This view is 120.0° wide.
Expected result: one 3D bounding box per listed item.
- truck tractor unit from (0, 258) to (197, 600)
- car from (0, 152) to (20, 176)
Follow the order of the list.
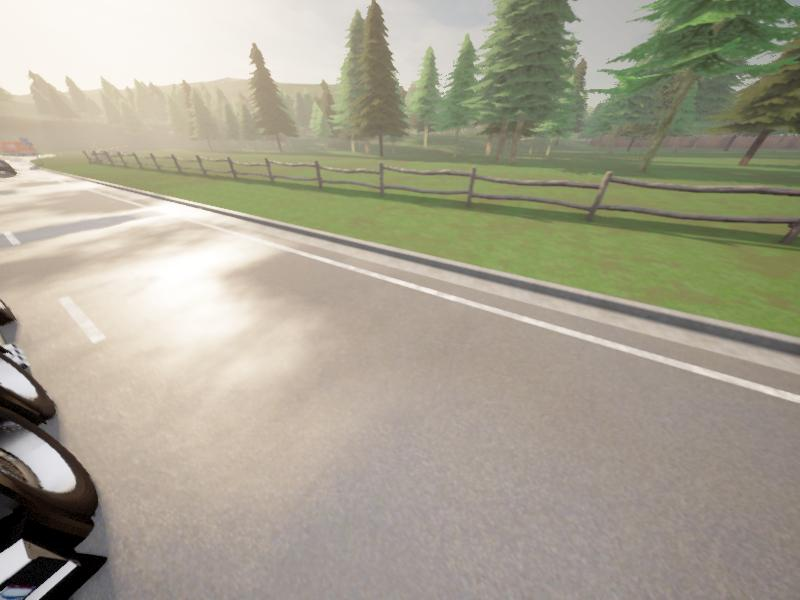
[{"bbox_3d":[-5.113,-0.298,0.791,6.516,4.208,3.053,18,40,25],"label":"truck tractor unit"},{"bbox_3d":[-35.484,-11.735,19.847,4.856,1.649,2.033,18,39,25],"label":"car"}]
